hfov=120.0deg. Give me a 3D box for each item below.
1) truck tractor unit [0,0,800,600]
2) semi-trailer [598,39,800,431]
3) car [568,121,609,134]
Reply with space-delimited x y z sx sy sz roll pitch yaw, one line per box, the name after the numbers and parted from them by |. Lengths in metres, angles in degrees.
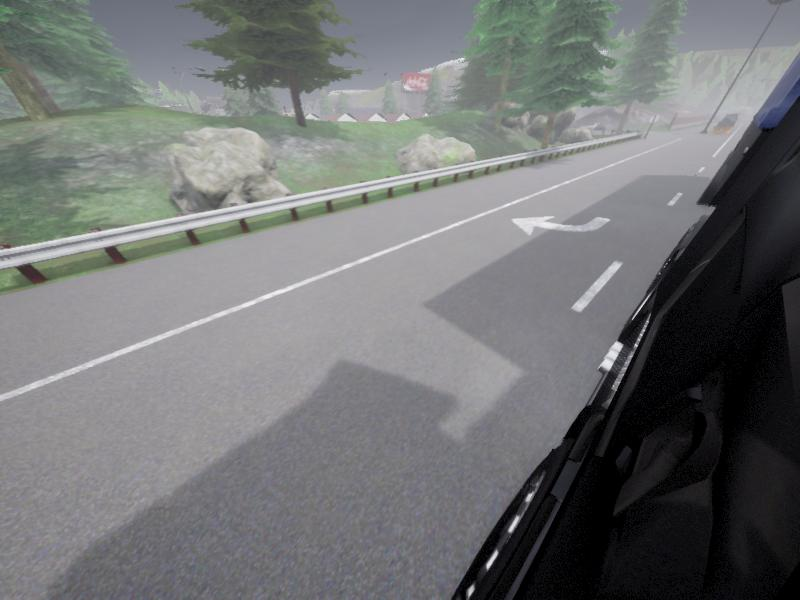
2.645 -0.295 0.352 6.516 4.208 3.053 -28 44 -30 | truck tractor unit
8.696 -3.603 4.236 14.254 4.402 2.717 -28 44 -30 | semi-trailer
32.704 -30.073 40.306 2.038 1.542 4.974 -28 44 -30 | car
